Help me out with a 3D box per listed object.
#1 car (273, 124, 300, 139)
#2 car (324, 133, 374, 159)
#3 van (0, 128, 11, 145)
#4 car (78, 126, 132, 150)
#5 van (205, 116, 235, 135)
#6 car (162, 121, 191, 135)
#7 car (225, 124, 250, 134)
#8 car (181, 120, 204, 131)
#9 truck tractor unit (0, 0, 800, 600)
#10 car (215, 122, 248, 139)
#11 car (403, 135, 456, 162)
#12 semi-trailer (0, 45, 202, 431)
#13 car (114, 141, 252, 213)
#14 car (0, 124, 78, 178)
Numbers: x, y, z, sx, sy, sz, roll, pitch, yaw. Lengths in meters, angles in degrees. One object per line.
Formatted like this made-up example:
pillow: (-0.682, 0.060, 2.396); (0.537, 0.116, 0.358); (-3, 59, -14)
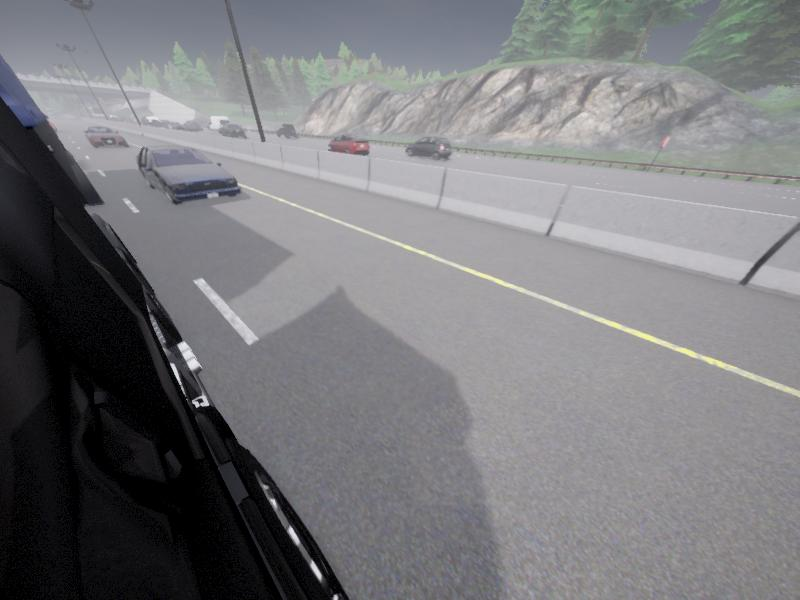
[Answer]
car: (-18.067, -26.758, 36.686); (3.866, 1.878, 1.905); (28, 44, 30)
car: (-4.346, -13.063, 19.509); (2.007, 1.525, 4.514); (-26, 45, -32)
van: (-32.891, -13.105, 17.579); (2.069, 2.038, 4.480); (-29, 47, -35)
car: (-24.026, -13.232, 18.789); (4.181, 1.385, 1.994); (28, 44, 30)
van: (-33.411, -32.433, 42.869); (5.915, 2.561, 1.988); (28, 44, 30)
car: (-37.115, -28.491, 38.262); (4.974, 1.542, 2.038); (28, 44, 30)
car: (-32.473, -34.256, 46.203); (4.902, 1.511, 2.128); (28, 44, 30)
car: (-46.229, -38.889, 51.487); (4.611, 1.667, 2.242); (28, 44, 30)
truck tractor unit: (-2.645, -0.295, 0.351); (6.516, 4.208, 3.053); (28, 44, 30)
car: (-24.527, -24.657, 33.619); (4.553, 1.767, 2.097); (28, 44, 30)
car: (2.426, -12.996, 19.722); (3.988, 1.617, 1.851); (28, 44, 30)
semi-trailer: (-8.705, -3.587, 4.242); (14.254, 4.402, 2.717); (28, 44, 30)
car: (-7.708, -4.567, 8.122); (5.357, 1.411, 2.033); (28, 44, 30)
car: (-17.175, -6.960, 10.596); (4.856, 1.649, 2.033); (28, 44, 30)
